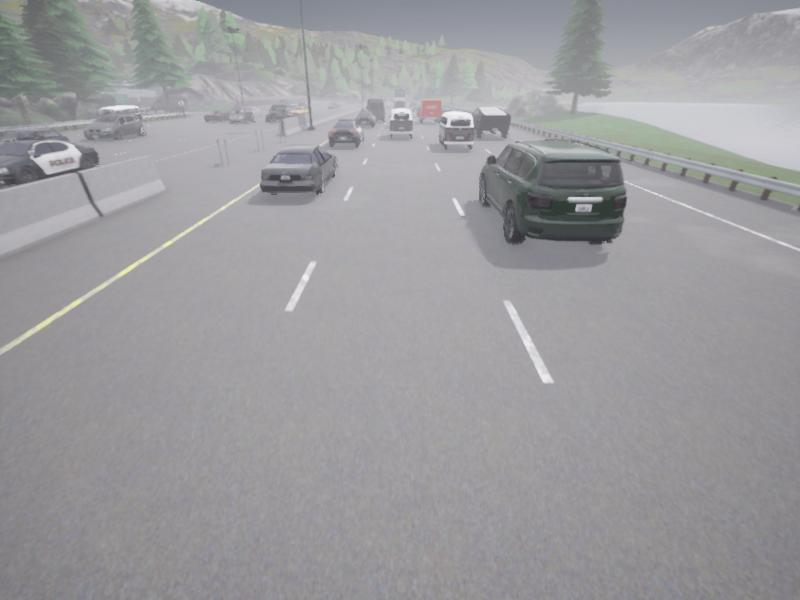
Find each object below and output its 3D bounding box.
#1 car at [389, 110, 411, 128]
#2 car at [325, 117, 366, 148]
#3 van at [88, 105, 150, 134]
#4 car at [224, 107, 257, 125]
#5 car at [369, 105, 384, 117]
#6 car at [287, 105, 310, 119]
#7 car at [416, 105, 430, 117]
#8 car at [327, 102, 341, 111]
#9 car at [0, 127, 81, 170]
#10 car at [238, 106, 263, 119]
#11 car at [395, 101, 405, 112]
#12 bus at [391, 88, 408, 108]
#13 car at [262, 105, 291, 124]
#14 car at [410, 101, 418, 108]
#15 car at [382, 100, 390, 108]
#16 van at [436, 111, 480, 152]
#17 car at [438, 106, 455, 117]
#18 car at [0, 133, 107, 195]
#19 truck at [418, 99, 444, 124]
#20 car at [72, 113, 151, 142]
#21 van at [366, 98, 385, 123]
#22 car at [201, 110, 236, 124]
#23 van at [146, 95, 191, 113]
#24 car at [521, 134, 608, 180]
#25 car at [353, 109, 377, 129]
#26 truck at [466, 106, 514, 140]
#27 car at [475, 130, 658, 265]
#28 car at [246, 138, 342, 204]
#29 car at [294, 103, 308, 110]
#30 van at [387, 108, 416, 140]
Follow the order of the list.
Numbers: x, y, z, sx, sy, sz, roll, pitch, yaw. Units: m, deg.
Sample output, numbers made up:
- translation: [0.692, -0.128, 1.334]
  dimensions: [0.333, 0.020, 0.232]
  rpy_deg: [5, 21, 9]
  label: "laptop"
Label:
- translation: [0.015, -18.819, 41.482]
  dimensions: [2.128, 1.511, 4.902]
  rpy_deg: [0, 27, 0]
  label: "car"
- translation: [-3.502, -11.198, 26.644]
  dimensions: [2.038, 1.542, 4.974]
  rpy_deg: [0, 27, 0]
  label: "car"
- translation: [-24.519, -15.923, 35.143]
  dimensions: [2.069, 2.038, 4.480]
  rpy_deg: [-1, 28, -2]
  label: "van"
- translation: [-17.513, -20.300, 44.162]
  dimensions: [1.851, 1.617, 3.988]
  rpy_deg: [0, 27, 0]
  label: "car"
- translation: [-3.518, -28.486, 60.206]
  dimensions: [2.007, 1.525, 4.514]
  rpy_deg: [0, 27, 0]
  label: "car"
- translation: [-14.016, -26.246, 55.753]
  dimensions: [1.801, 1.575, 5.366]
  rpy_deg: [0, 27, 0]
  label: "car"
- translation: [3.479, -28.534, 60.389]
  dimensions: [1.816, 1.474, 4.193]
  rpy_deg: [0, 27, 0]
  label: "car"
- translation: [-14.029, -41.403, 85.426]
  dimensions: [2.152, 1.651, 5.027]
  rpy_deg: [0, 27, 0]
  label: "car"
- translation: [-17.554, -7.260, 18.945]
  dimensions: [1.845, 1.501, 3.633]
  rpy_deg: [0, 27, -1]
  label: "car"
- translation: [-21.016, -26.504, 56.366]
  dimensions: [1.812, 1.442, 4.674]
  rpy_deg: [0, 28, 0]
  label: "car"
- translation: [-0.024, -36.904, 76.183]
  dimensions: [1.905, 1.878, 3.866]
  rpy_deg: [0, 27, 0]
  label: "car"
- translation: [-0.155, -50.979, 100.888]
  dimensions: [3.944, 4.253, 10.273]
  rpy_deg: [0, 27, 0]
  label: "bus"
- translation: [-14.013, -21.228, 45.672]
  dimensions: [1.905, 1.878, 3.866]
  rpy_deg: [0, 27, 0]
  label: "car"
- translation: [3.463, -49.088, 100.299]
  dimensions: [2.007, 1.525, 4.514]
  rpy_deg: [0, 27, 0]
  label: "car"
- translation: [-3.534, -49.133, 100.271]
  dimensions: [1.851, 1.617, 3.988]
  rpy_deg: [0, 27, 0]
  label: "car"
- translation: [3.498, -10.699, 25.159]
  dimensions: [2.069, 2.038, 4.480]
  rpy_deg: [0, 27, 0]
  label: "van"
- translation: [6.981, -28.536, 60.603]
  dimensions: [1.895, 1.301, 4.718]
  rpy_deg: [0, 27, 0]
  label: "car"
- translation: [-13.999, -5.296, 15.153]
  dimensions: [2.038, 1.542, 4.974]
  rpy_deg: [0, 27, 0]
  label: "car"
- translation: [3.517, -22.144, 46.901]
  dimensions: [2.627, 2.467, 5.204]
  rpy_deg: [0, 27, 0]
  label: "truck"
- translation: [-20.969, -12.736, 29.398]
  dimensions: [2.242, 1.667, 4.611]
  rpy_deg: [0, 27, 0]
  label: "car"
- translation: [-2.986, -23.205, 48.856]
  dimensions: [1.988, 2.561, 5.915]
  rpy_deg: [-3, 28, -5]
  label: "van"
- translation: [-21.012, -21.319, 46.464]
  dimensions: [1.895, 1.301, 4.718]
  rpy_deg: [0, 27, 0]
  label: "car"
- translation: [-38.344, -32.574, 66.392]
  dimensions: [5.915, 2.561, 1.988]
  rpy_deg: [0, 27, 0]
  label: "van"
- translation: [7.001, -6.405, 17.656]
  dimensions: [1.895, 1.301, 4.718]
  rpy_deg: [0, 27, 0]
  label: "car"
- translation: [-3.506, -18.744, 41.311]
  dimensions: [2.038, 1.542, 4.974]
  rpy_deg: [0, 28, 0]
  label: "car"
- translation: [6.996, -14.255, 32.014]
  dimensions: [2.390, 2.098, 6.274]
  rpy_deg: [0, 27, 0]
  label: "truck"
- translation: [3.504, -2.909, 10.040]
  dimensions: [2.150, 2.045, 5.566]
  rpy_deg: [0, 28, 0]
  label: "car"
- translation: [-3.495, -4.838, 14.458]
  dimensions: [2.033, 1.411, 5.357]
  rpy_deg: [0, 27, 0]
  label: "car"
- translation: [-21.030, -41.383, 85.390]
  dimensions: [1.895, 1.301, 4.718]
  rpy_deg: [0, 27, 0]
  label: "car"
- translation: [0.095, -13.806, 31.174]
  dimensions: [2.069, 2.038, 4.480]
  rpy_deg: [0, 27, -1]
  label: "van"
